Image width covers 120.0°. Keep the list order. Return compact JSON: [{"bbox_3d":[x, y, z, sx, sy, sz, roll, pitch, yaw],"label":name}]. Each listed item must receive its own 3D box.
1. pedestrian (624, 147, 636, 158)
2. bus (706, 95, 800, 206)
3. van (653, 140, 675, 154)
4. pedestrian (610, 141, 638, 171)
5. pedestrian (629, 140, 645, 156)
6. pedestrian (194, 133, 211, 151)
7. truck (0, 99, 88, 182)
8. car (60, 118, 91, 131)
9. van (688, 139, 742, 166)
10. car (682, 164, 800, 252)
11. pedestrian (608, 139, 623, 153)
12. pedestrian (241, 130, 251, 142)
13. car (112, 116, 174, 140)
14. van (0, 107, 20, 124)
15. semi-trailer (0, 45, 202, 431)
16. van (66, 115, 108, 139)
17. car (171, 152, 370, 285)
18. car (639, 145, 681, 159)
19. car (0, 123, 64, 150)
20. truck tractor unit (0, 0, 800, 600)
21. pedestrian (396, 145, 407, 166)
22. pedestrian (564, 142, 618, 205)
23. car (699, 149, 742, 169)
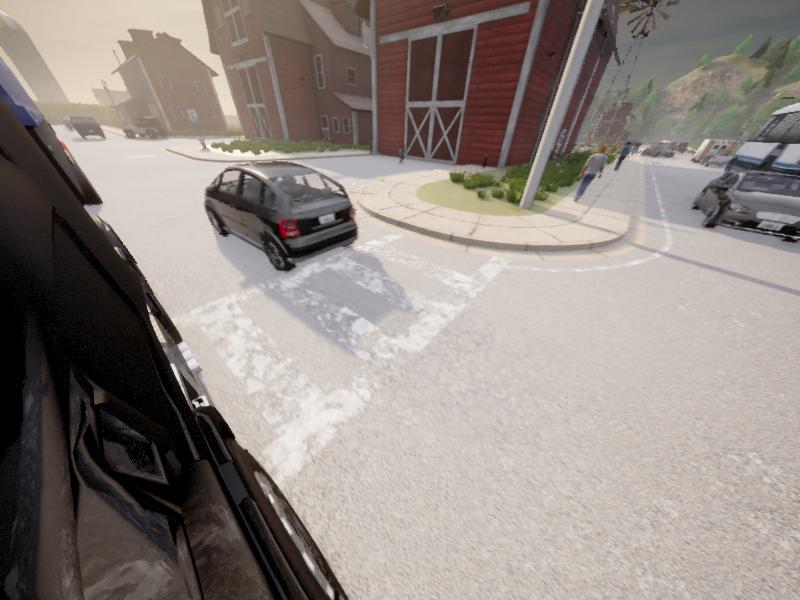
[{"bbox_3d":[28.460,-18.194,28.577,0.500,1.100,0.500,-25,45,-32],"label":"pedestrian"},{"bbox_3d":[22.099,-8.240,12.523,3.944,4.253,10.273,28,44,30],"label":"bus"},{"bbox_3d":[53.158,-30.947,46.677,2.069,2.038,4.480,29,44,31],"label":"van"},{"bbox_3d":[16.680,-10.750,17.255,0.751,1.860,0.751,28,44,30],"label":"pedestrian"},{"bbox_3d":[34.488,-22.162,33.623,0.751,1.860,0.751,25,42,27],"label":"pedestrian"},{"bbox_3d":[-15.298,-12.228,17.871,0.500,1.100,0.500,27,43,29],"label":"pedestrian"},{"bbox_3d":[-16.423,-6.901,9.820,5.204,2.467,2.627,28,44,30],"label":"truck"},{"bbox_3d":[-50.040,-27.104,35.648,4.792,1.488,2.163,28,44,30],"label":"car"},{"bbox_3d":[38.738,-18.415,28.687,2.351,2.431,6.366,29,44,31],"label":"van"},{"bbox_3d":[11.398,-3.239,7.461,2.128,1.511,4.902,29,44,30],"label":"car"},{"bbox_3d":[34.303,-24.594,36.869,0.751,1.860,0.751,-8,38,-14],"label":"pedestrian"},{"bbox_3d":[-17.877,-19.057,26.870,0.500,1.100,0.500,27,43,29],"label":"pedestrian"},{"bbox_3d":[-28.549,-19.226,25.803,3.866,1.878,1.905,-1,43,-2],"label":"car"},{"bbox_3d":[-76.690,-34.273,42.780,1.988,2.561,5.915,29,44,31],"label":"van"},{"bbox_3d":[-8.710,-3.593,4.222,14.254,4.402,2.717,28,44,30],"label":"semi-trailer"},{"bbox_3d":[-33.592,-18.565,24.791,4.442,1.987,1.775,28,43,30],"label":"van"},{"bbox_3d":[-2.645,-1.990,4.848,3.705,1.549,1.789,26,43,28],"label":"car"},{"bbox_3d":[39.208,-22.415,34.957,1.994,1.385,4.181,6,37,5],"label":"car"},{"bbox_3d":[-26.964,-12.052,16.984,4.181,1.385,1.994,28,44,30],"label":"car"},{"bbox_3d":[-2.645,-0.295,0.351,6.516,4.208,3.053,28,44,30],"label":"truck tractor unit"},{"bbox_3d":[0.072,-9.616,15.368,0.500,1.100,0.500,29,44,30],"label":"pedestrian"},{"bbox_3d":[6.865,-4.570,8.380,0.751,1.860,0.751,25,42,27],"label":"pedestrian"},{"bbox_3d":[34.594,-15.337,25.060,1.845,1.501,3.633,29,44,31],"label":"car"}]
